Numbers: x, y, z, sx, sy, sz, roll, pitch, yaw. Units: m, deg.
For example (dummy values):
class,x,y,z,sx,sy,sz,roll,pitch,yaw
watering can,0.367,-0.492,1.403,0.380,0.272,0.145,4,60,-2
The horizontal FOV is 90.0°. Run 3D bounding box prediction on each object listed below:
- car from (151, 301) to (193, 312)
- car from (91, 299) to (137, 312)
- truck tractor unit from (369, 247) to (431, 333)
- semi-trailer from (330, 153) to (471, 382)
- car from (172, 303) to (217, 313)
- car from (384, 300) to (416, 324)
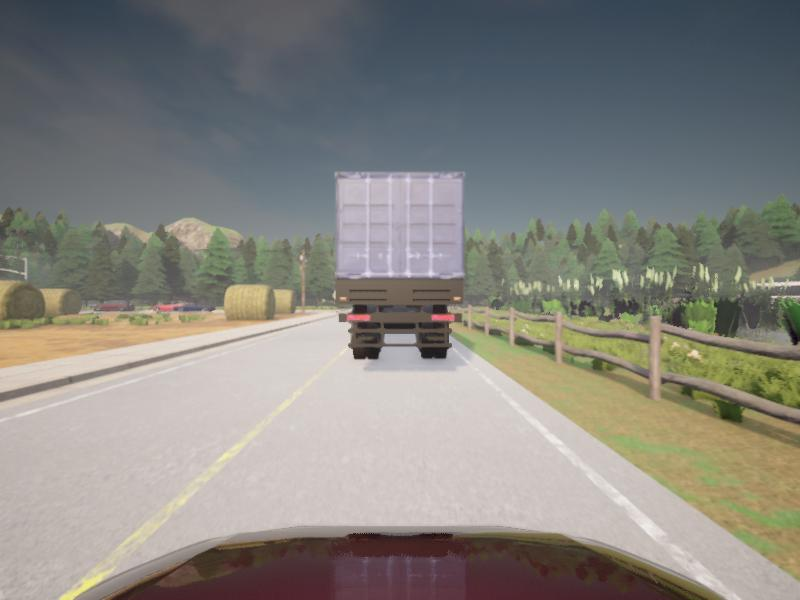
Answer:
class,x,y,z,sx,sy,sz,roll,pitch,yaw
car,-30.640,0.885,53.943,4.514,1.525,2.007,0,0,-3
car,-38.238,0.751,53.575,4.553,1.767,2.097,0,0,-3
truck tractor unit,-0.001,-0.498,22.742,3.053,4.208,6.516,0,0,0
semi-trailer,0.002,-0.611,14.826,2.717,4.402,14.254,0,0,0
car,-25.915,0.999,50.669,4.718,1.301,1.895,0,0,-3
car,-0.001,0.793,29.971,2.152,1.651,5.027,0,0,0
